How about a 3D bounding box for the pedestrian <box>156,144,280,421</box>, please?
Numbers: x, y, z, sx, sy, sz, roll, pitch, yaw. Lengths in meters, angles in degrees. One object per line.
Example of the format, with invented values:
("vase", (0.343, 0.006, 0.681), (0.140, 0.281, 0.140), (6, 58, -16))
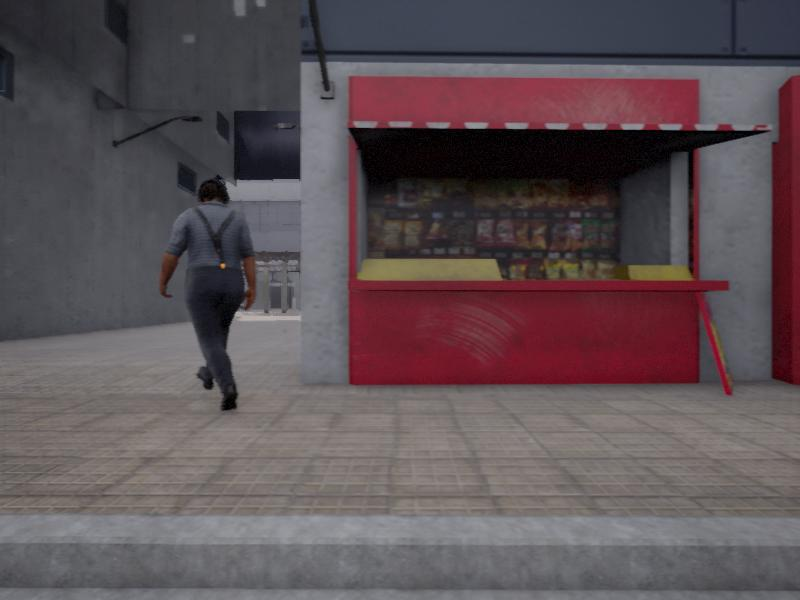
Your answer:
("pedestrian", (-1.475, -0.115, 3.215), (0.751, 1.860, 0.751), (0, 0, -38))
